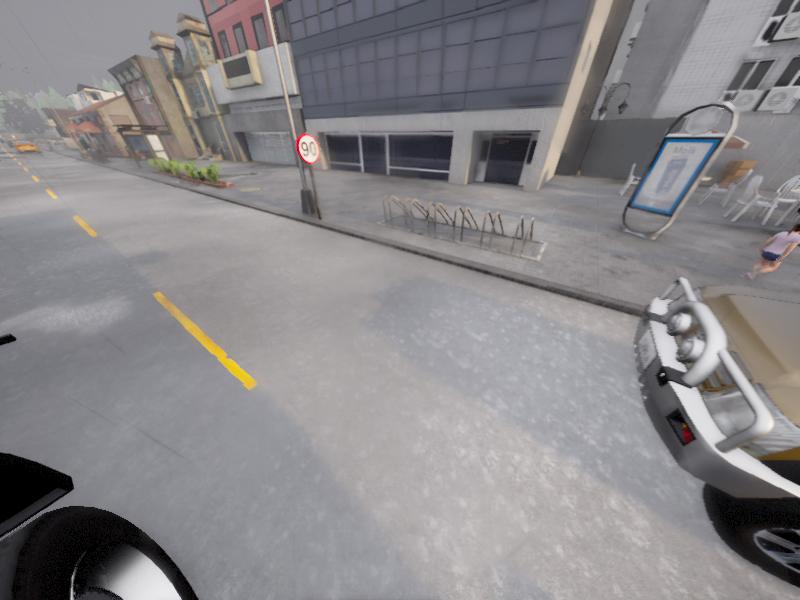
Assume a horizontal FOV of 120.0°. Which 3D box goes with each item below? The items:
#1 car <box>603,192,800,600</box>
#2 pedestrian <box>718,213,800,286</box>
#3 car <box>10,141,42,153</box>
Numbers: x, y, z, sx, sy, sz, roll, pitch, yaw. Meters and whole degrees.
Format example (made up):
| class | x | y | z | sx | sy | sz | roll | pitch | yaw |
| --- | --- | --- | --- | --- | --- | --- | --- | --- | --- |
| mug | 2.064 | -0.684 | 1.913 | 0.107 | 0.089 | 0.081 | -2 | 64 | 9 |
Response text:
| class | x | y | z | sx | sy | sz | roll | pitch | yaw |
| --- | --- | --- | --- | --- | --- | --- | --- | --- | --- |
| car | 4.051 | 1.040 | 0.833 | 4.605 | 1.855 | 1.932 | 22 | 41 | 28 |
| pedestrian | 6.462 | -0.856 | 3.993 | 0.500 | 1.100 | 0.500 | 3 | 35 | 3 |
| car | -58.605 | -24.014 | 36.174 | 5.008 | 1.535 | 1.882 | 22 | 41 | 28 |
